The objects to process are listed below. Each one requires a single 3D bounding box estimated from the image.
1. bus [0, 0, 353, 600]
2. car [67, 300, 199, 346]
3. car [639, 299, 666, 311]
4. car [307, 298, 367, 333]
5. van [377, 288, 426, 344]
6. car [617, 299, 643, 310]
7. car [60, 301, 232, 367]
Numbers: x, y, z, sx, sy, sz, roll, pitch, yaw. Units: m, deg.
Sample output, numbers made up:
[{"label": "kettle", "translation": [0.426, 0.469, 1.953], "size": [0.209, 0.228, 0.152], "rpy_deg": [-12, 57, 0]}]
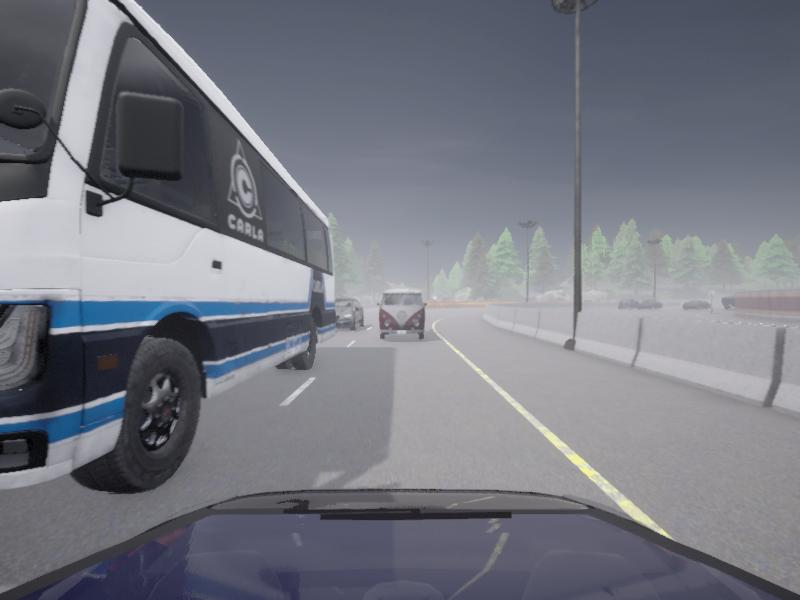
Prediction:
[{"label": "bus", "translation": [-3.381, -0.540, 6.872], "size": [3.944, 4.253, 10.273], "rpy_deg": [0, 0, 0]}, {"label": "car", "translation": [-10.469, 0.780, 16.363], "size": [1.801, 1.575, 5.366], "rpy_deg": [0, 0, 1]}, {"label": "car", "translation": [35.973, 0.681, 57.073], "size": [3.633, 1.501, 1.845], "rpy_deg": [-1, 0, -32]}, {"label": "car", "translation": [-3.200, 0.728, 21.372], "size": [2.242, 1.667, 4.611], "rpy_deg": [0, 0, 3]}, {"label": "van", "translation": [0.100, 0.577, 16.526], "size": [1.775, 1.987, 4.442], "rpy_deg": [0, 0, 1]}, {"label": "car", "translation": [34.878, 0.675, 60.552], "size": [3.705, 1.549, 1.789], "rpy_deg": [-1, 0, -30]}, {"label": "car", "translation": [-6.984, 0.806, 11.825], "size": [1.882, 1.535, 5.008], "rpy_deg": [0, 0, 0]}]
